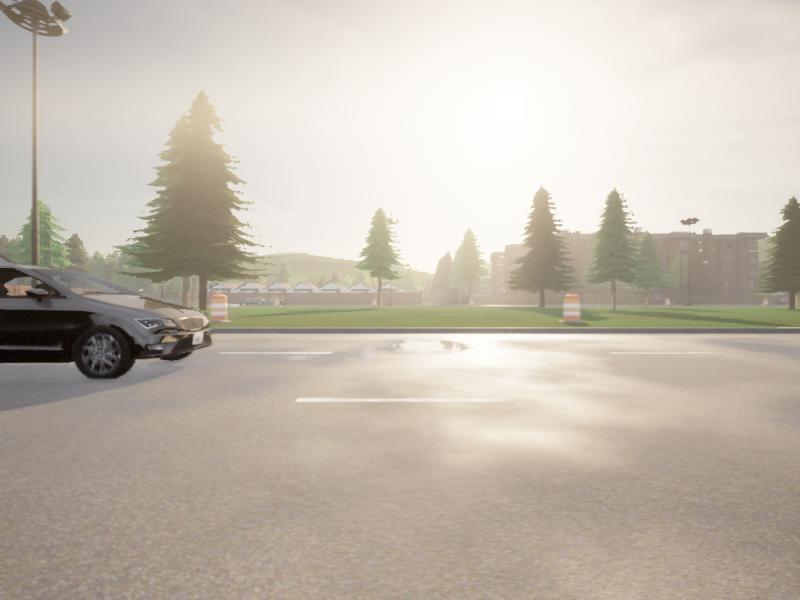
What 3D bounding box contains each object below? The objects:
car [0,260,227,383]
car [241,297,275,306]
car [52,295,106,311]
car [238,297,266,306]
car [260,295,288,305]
[{"bbox_3d":[-4.958,0.254,5.704,4.193,1.474,1.816,0,0,0],"label":"car"},{"bbox_3d":[-23.875,0.266,67.405,4.902,1.511,2.128,0,0,0],"label":"car"},{"bbox_3d":[-30.958,0.252,38.726,1.970,1.475,3.806,0,0,5],"label":"car"},{"bbox_3d":[-23.621,0.253,63.903,3.806,1.475,1.970,0,0,0],"label":"car"},{"bbox_3d":[-23.385,0.053,74.404,4.605,1.855,1.932,0,0,0],"label":"car"}]
